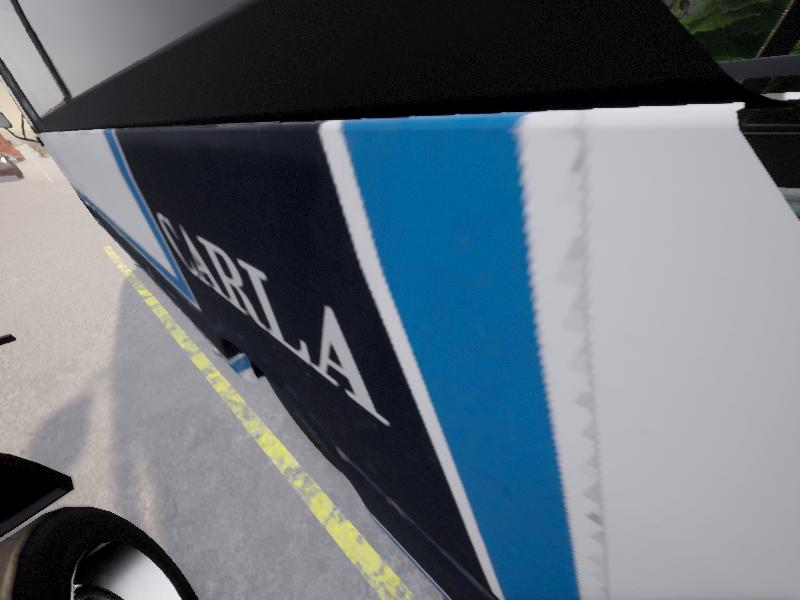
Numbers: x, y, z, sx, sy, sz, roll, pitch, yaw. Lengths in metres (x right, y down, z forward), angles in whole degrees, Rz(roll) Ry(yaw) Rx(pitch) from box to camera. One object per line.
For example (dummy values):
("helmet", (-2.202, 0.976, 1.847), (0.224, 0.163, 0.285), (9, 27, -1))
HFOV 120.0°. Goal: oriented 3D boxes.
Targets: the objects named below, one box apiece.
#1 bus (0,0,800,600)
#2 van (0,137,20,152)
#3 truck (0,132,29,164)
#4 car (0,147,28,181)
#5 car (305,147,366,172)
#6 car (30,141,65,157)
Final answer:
("bus", (-1.537, -1.739, 2.682), (10.273, 4.253, 3.944), (23, 41, 29))
("van", (-66.131, -25.989, 38.511), (4.480, 2.038, 2.069), (23, 41, 29))
("truck", (-40.286, -15.152, 22.951), (5.204, 2.467, 2.627), (23, 41, 29))
("car", (-25.586, -8.520, 14.408), (3.988, 1.617, 1.851), (23, 41, 29))
("car", (-5.437, -12.511, 20.383), (2.128, 1.511, 4.902), (21, 40, 27))
("car", (-46.909, -20.107, 30.711), (5.366, 1.575, 1.801), (23, 41, 29))
